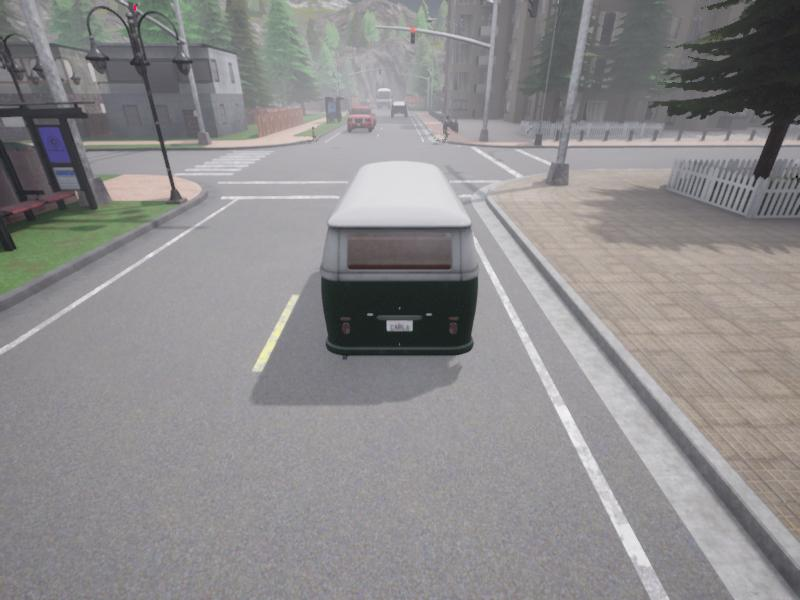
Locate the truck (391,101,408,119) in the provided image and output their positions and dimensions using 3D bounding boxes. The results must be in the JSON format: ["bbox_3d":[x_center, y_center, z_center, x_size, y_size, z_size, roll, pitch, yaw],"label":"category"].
[{"bbox_3d":[-0.129,-28.026,58.874,2.390,2.098,6.274,0,27,0],"label":"truck"}]

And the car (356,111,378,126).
[{"bbox_3d":[-3.595,-20.072,44.189,1.994,1.385,4.181,0,27,0],"label":"car"}]

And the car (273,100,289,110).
[{"bbox_3d":[-25.207,-41.456,84.931,1.932,1.855,4.605,-1,27,-1],"label":"car"}]

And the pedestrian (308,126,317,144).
[{"bbox_3d":[-5.964,-11.289,27.333,0.500,1.100,0.500,-4,27,-7],"label":"pedestrian"}]

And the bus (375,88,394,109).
[{"bbox_3d":[-3.591,-48.014,95.427,3.944,4.253,10.273,0,27,0],"label":"bus"}]

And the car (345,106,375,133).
[{"bbox_3d":[-3.578,-16.720,36.922,2.150,2.045,5.566,0,27,0],"label":"car"}]

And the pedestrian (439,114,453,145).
[{"bbox_3d":[3.089,-11.452,26.821,0.751,1.860,0.751,5,28,11],"label":"pedestrian"}]

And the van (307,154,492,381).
[{"bbox_3d":[-0.010,-0.938,6.267,1.775,1.987,4.442,0,27,0],"label":"van"}]
